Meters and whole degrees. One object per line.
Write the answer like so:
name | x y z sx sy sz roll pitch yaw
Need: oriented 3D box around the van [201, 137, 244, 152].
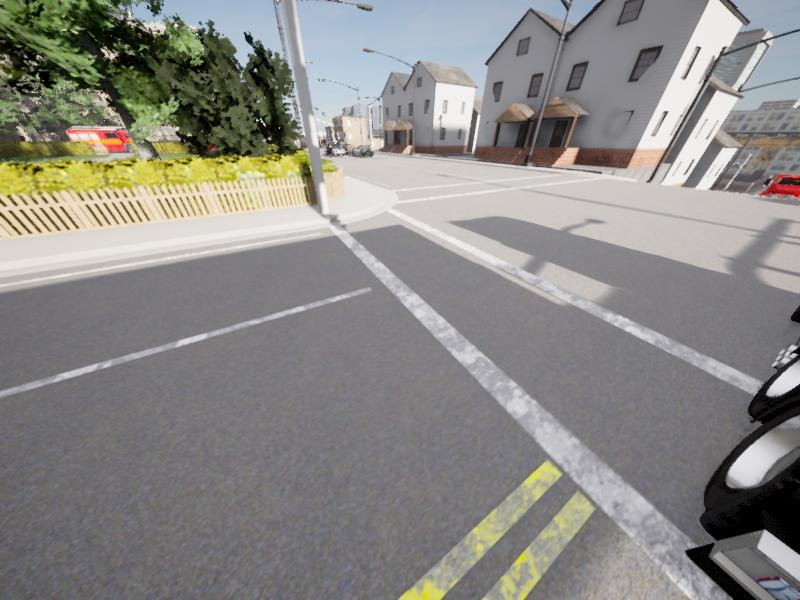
van | -36.007 -31.746 47.194 6.366 2.431 2.351 -17 39 -24

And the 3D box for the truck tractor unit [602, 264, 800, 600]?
truck tractor unit | 5.109 -0.303 0.780 6.516 4.208 3.053 -18 39 -24

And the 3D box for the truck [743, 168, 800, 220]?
truck | 28.773 -7.763 17.160 5.204 2.467 2.627 -6 32 -32

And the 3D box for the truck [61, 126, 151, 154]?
truck | -50.526 -27.840 40.253 8.468 3.827 2.891 -17 38 -23

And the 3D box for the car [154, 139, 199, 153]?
car | -42.619 -29.530 44.294 5.566 2.045 2.150 -17 39 -23
